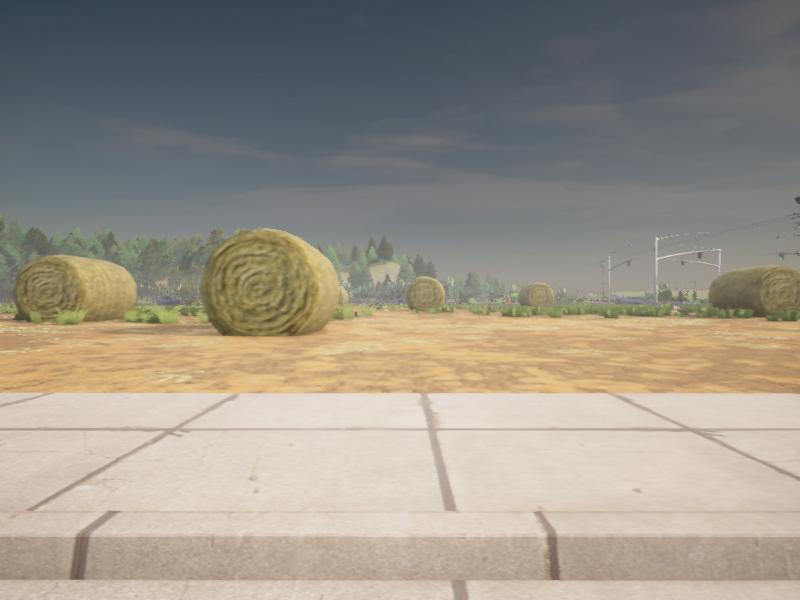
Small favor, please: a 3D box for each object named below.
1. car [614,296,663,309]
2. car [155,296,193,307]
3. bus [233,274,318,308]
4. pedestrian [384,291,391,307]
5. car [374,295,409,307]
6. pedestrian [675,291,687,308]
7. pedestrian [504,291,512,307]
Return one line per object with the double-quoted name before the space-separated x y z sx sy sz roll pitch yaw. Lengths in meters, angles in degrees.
"car" 29.733 0.269 50.015 4.792 1.488 2.163 1 0 17
"car" -31.029 0.235 55.042 4.193 1.474 1.816 0 0 4
"bus" -16.665 -1.142 54.142 10.273 4.253 3.944 -1 0 3
"pedestrian" -1.574 -0.124 49.074 0.751 1.860 0.751 0 0 8
"car" -1.130 0.169 56.536 4.856 1.649 2.033 0 0 4
"pedestrian" 30.374 -0.078 43.238 0.751 1.860 0.751 0 0 8
"pedestrian" 12.889 -0.119 47.628 0.751 1.860 0.751 0 0 2
